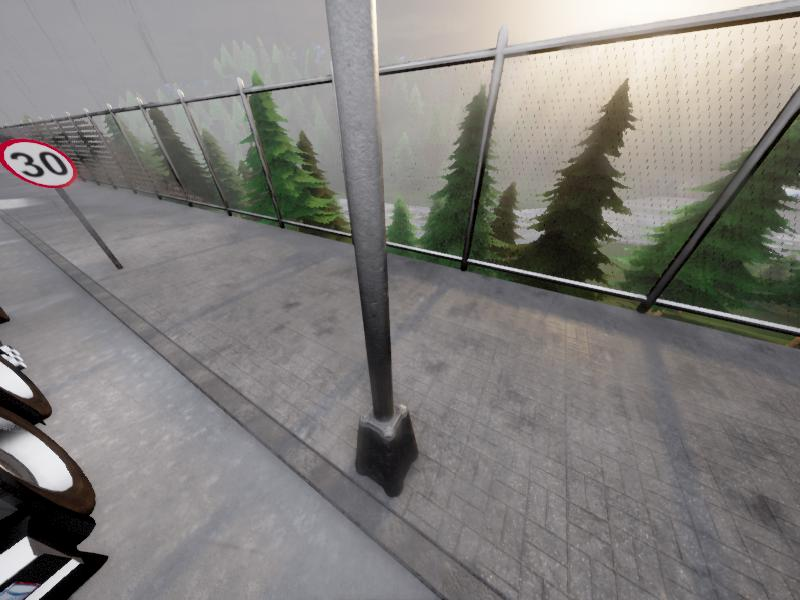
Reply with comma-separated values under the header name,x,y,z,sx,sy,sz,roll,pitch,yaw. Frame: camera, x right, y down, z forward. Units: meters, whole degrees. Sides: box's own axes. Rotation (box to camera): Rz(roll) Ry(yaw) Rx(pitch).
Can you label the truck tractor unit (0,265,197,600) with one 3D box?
name,x,y,z,sx,sy,sz,roll,pitch,yaw
truck tractor unit,-5.112,-0.299,0.778,6.516,4.208,3.053,18,39,24
